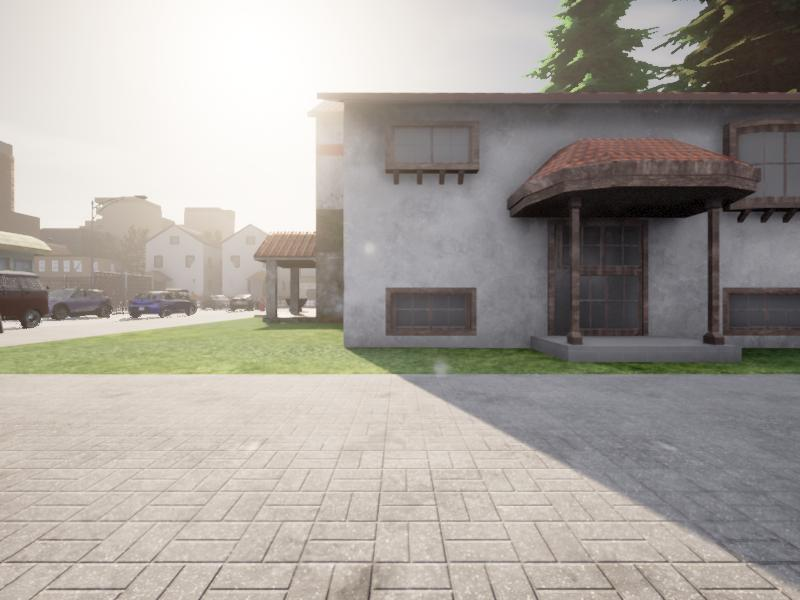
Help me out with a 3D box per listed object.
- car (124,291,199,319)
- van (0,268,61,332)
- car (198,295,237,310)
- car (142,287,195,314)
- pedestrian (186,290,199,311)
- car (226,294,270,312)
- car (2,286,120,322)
[{"bbox_3d":[-13.470,0.255,22.906,1.816,1.474,4.193,0,0,0],"label":"car"},{"bbox_3d":[-13.436,0.001,12.622,1.775,1.987,4.442,0,0,-1],"label":"van"},{"bbox_3d":[-18.996,0.238,41.522,2.128,1.511,4.902,0,0,-44],"label":"car"},{"bbox_3d":[-17.596,0.049,30.613,1.905,1.878,3.866,0,0,-1],"label":"car"},{"bbox_3d":[-19.280,0.039,37.207,0.751,1.860,0.751,0,0,15],"label":"pedestrian"},{"bbox_3d":[-13.445,0.252,35.727,2.163,1.488,4.792,0,0,0],"label":"car"},{"bbox_3d":[-17.445,0.178,21.021,2.033,1.649,4.856,0,0,1],"label":"car"}]
